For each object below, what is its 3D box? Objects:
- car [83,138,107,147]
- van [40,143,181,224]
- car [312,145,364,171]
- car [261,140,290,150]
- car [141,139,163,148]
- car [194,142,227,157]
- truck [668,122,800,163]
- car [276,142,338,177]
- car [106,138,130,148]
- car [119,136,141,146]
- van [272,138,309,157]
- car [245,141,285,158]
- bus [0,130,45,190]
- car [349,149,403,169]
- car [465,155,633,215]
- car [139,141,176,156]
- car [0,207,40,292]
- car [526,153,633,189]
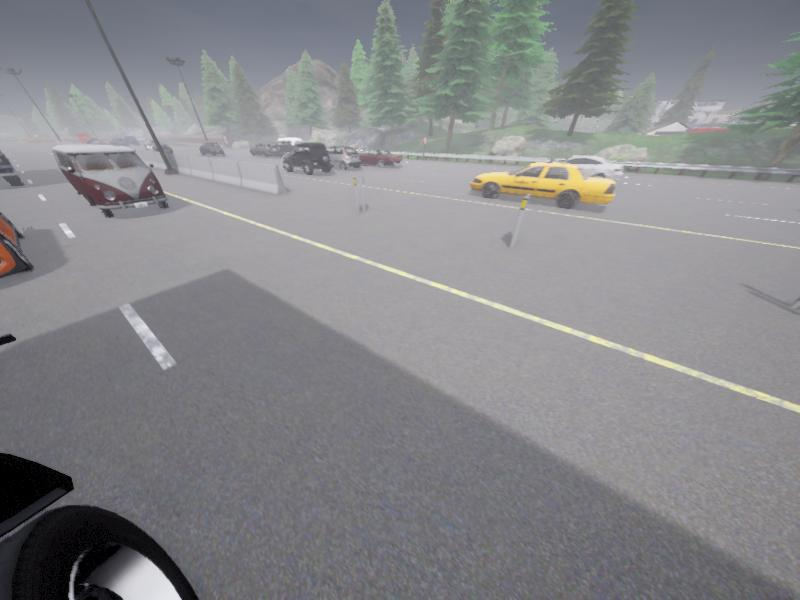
[{"bbox_3d":[-67.907,-35.050,51.424,4.856,1.649,2.033,22,41,28],"label":"car"},{"bbox_3d":[-10.178,-4.293,8.160,4.442,1.987,1.775,22,41,28],"label":"van"},{"bbox_3d":[-5.205,-11.967,19.406,3.988,1.617,1.851,22,41,28],"label":"car"},{"bbox_3d":[-26.069,-32.664,48.562,2.038,1.542,4.974,21,40,26],"label":"car"},{"bbox_3d":[-54.796,-34.599,51.009,5.366,1.575,1.801,22,41,28],"label":"car"},{"bbox_3d":[-25.268,-20.131,30.829,3.633,1.501,1.845,22,41,28],"label":"car"},{"bbox_3d":[41.451,-20.038,29.384,8.468,3.827,2.891,24,42,30],"label":"truck"},{"bbox_3d":[-6.696,-10.228,16.681,3.866,1.878,1.905,22,41,28],"label":"car"},{"bbox_3d":[-64.997,-36.282,53.295,4.611,1.667,2.242,22,41,28],"label":"car"},{"bbox_3d":[-68.887,-40.548,58.861,5.566,2.045,2.150,23,41,29],"label":"car"},{"bbox_3d":[-15.134,-21.132,31.909,4.480,2.038,2.069,22,41,28],"label":"van"},{"bbox_3d":[-17.420,-19.450,29.824,4.611,1.667,2.242,22,41,28],"label":"car"},{"bbox_3d":[-23.608,-8.327,11.783,10.273,4.253,3.944,22,40,28],"label":"bus"},{"bbox_3d":[-2.209,-13.077,21.278,4.718,1.301,1.895,22,41,28],"label":"car"},{"bbox_3d":[5.766,-5.004,9.679,5.366,1.575,1.801,22,41,28],"label":"car"},{"bbox_3d":[-33.686,-21.097,32.107,4.974,1.542,2.038,22,41,28],"label":"car"},{"bbox_3d":[-9.161,-1.335,4.145,4.553,1.767,2.097,22,41,28],"label":"car"},{"bbox_3d":[10.560,-7.918,13.973,4.674,1.442,1.812,22,41,28],"label":"car"}]
